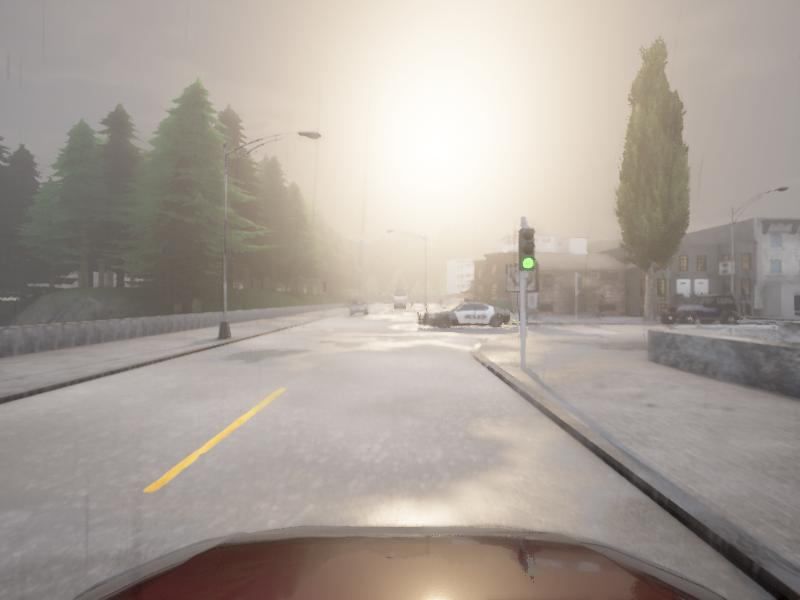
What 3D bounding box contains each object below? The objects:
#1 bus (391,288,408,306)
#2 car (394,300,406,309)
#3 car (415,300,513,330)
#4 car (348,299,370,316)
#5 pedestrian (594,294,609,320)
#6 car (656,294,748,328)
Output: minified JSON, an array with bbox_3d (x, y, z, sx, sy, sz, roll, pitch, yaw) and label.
[{"bbox_3d":[-0.128,-0.687,99.011,3.944,4.253,10.273,0,0,0],"label":"bus"},{"bbox_3d":[-0.004,0.727,67.749,2.038,1.542,4.974,0,0,0],"label":"car"},{"bbox_3d":[3.498,0.793,22.266,4.974,1.542,2.038,0,0,-15],"label":"car"},{"bbox_3d":[-4.053,0.728,40.443,1.851,1.617,3.988,0,0,-1],"label":"car"},{"bbox_3d":[14.696,0.481,29.205,0.751,1.860,0.751,0,0,-1],"label":"pedestrian"},{"bbox_3d":[17.358,0.611,23.135,3.866,1.878,1.905,0,0,0],"label":"car"}]
